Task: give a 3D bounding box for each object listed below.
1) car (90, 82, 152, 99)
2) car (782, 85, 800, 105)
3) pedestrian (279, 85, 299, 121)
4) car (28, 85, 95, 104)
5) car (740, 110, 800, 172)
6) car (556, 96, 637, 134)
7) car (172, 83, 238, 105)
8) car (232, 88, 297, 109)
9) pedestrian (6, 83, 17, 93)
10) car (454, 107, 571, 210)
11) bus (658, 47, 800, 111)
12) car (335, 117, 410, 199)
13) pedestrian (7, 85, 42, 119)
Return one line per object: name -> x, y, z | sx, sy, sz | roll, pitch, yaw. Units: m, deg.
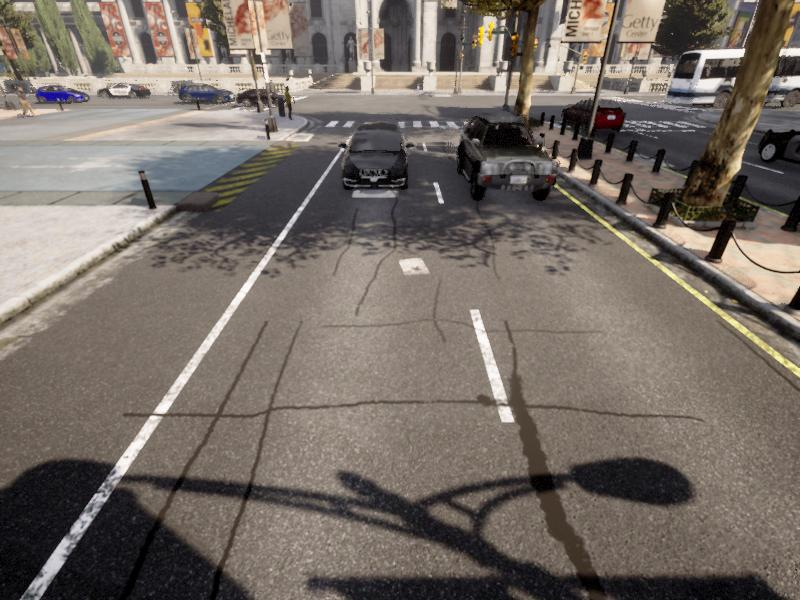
car -> -29.981, -22.609, 43.145 | 4.974, 1.542, 2.038 | 0, 30, 0
car -> 38.895, -18.910, 36.875 | 4.902, 1.511, 2.128 | 0, 30, 0
pedestrian -> -6.683, -11.888, 24.150 | 0.751, 1.860, 0.751 | -1, 30, -1
car -> -31.319, -19.053, 37.132 | 4.193, 1.474, 1.816 | 0, 30, 0
car -> 14.273, -5.016, 12.966 | 1.930, 1.638, 5.238 | 0, 30, 0
car -> 10.797, -10.485, 22.482 | 2.163, 1.488, 4.792 | 0, 30, 0
car -> -17.986, -19.099, 37.065 | 4.856, 1.649, 2.033 | 0, 30, 0
car -> -11.340, -16.952, 33.575 | 4.674, 1.442, 1.812 | 4, 30, 6
pedestrian -> -48.149, -26.344, 49.620 | 0.500, 1.100, 0.500 | -8, 31, -14
car -> 2.821, -4.194, 11.314 | 1.932, 1.855, 4.605 | 0, 31, 0
bus -> 28.429, -18.401, 33.313 | 10.273, 4.253, 3.944 | -1, 30, 1
car -> -0.680, -4.562, 12.330 | 1.837, 1.490, 4.892 | 0, 30, 0
pedestrian -> -23.555, -12.458, 25.119 | 0.751, 1.860, 0.751 | 5, 31, 8
